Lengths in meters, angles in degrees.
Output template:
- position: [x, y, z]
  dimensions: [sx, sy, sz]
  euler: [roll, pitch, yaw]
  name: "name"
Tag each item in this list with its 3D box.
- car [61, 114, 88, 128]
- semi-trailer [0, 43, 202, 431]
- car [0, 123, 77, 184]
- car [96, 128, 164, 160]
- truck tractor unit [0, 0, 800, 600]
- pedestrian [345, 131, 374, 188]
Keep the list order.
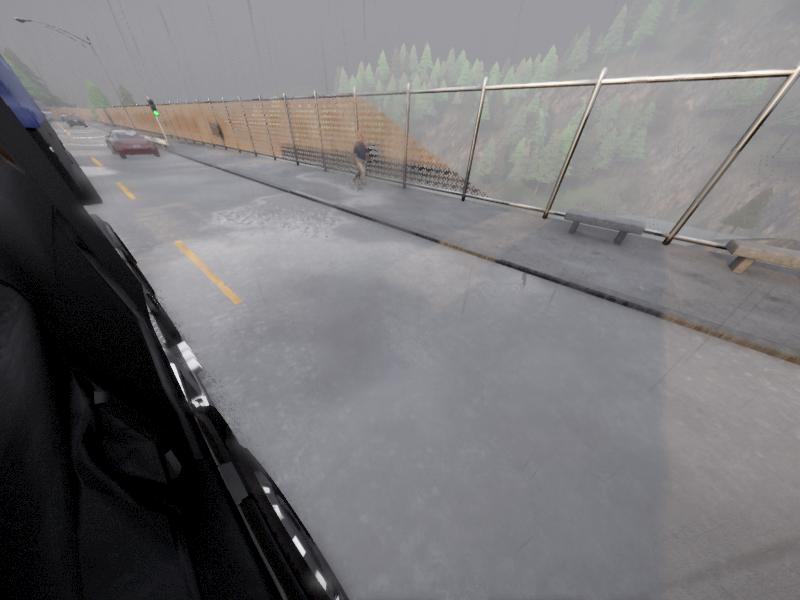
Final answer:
- position: [-59.022, -32.486, 41.895]
  dimensions: [4.553, 1.767, 2.097]
  euler: [28, 44, 30]
  name: "car"
- position: [-8.698, -3.606, 4.227]
  dimensions: [14.254, 4.402, 2.717]
  euler: [28, 44, 30]
  name: "semi-trailer"
- position: [-16.096, -6.405, 9.852]
  dimensions: [5.238, 1.638, 1.930]
  euler: [28, 44, 30]
  name: "car"
- position: [-17.766, -10.324, 15.193]
  dimensions: [4.181, 1.385, 1.994]
  euler: [28, 44, 30]
  name: "car"
- position: [-2.645, -0.295, 0.351]
  dimensions: [6.516, 4.208, 3.053]
  euler: [28, 44, 30]
  name: "truck tractor unit"
- position: [-1.606, -5.667, 9.348]
  dimensions: [0.751, 1.860, 0.751]
  euler: [27, 43, 29]
  name: "pedestrian"
